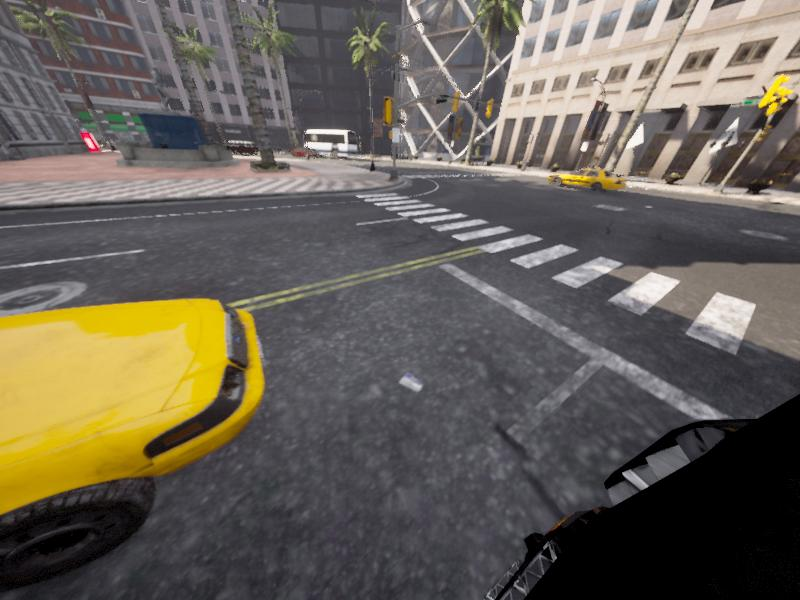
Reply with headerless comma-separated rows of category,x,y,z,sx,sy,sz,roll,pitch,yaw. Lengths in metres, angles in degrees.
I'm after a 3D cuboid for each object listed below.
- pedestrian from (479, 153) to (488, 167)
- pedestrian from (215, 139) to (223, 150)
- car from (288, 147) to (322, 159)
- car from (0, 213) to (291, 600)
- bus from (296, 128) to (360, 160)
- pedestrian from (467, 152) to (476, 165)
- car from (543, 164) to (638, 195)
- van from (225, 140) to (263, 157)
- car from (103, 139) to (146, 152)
pedestrian,13.800,-23.119,38.086,0.751,1.860,0.751,-20,40,-31
pedestrian,-41.032,-35.265,52.396,0.751,1.860,0.751,-14,37,-24
car,-16.502,-25.635,40.293,4.792,1.488,2.163,11,34,12
car,-3.623,0.934,0.862,5.366,1.575,1.801,-17,38,-28
bus,-12.861,-28.014,41.653,10.273,4.253,3.944,15,35,18
pedestrian,12.280,-24.260,39.703,0.751,1.860,0.751,-21,40,-31
car,14.688,-9.665,18.316,1.801,1.575,5.366,-17,38,-28
van,-25.741,-25.089,38.263,4.480,2.038,2.069,3,33,0
car,-42.287,-23.841,35.594,3.633,1.501,1.845,-12,36,-20
